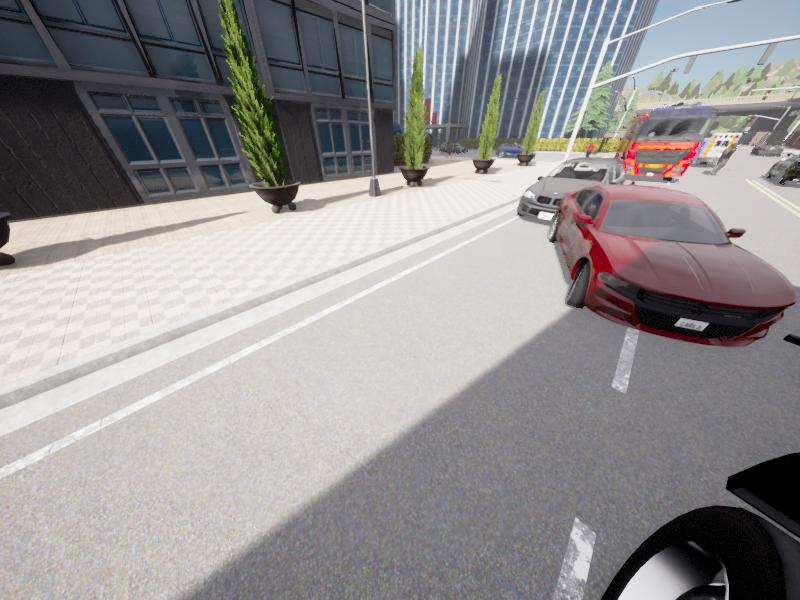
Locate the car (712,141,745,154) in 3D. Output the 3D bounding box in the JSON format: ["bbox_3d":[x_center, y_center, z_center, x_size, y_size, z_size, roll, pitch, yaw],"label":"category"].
[{"bbox_3d":[50.693,-23.621,35.786,2.128,1.511,4.902,29,45,35],"label":"car"}]

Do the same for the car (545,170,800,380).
[{"bbox_3d":[4.266,-1.264,4.344,1.882,1.535,5.008,13,37,19],"label":"car"}]

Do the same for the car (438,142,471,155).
[{"bbox_3d":[8.932,-25.094,38.106,4.611,1.667,2.242,29,45,35],"label":"car"}]

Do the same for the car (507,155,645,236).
[{"bbox_3d":[6.017,-3.811,7.858,4.611,1.667,2.242,-28,43,-34],"label":"car"}]

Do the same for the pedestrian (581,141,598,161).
[{"bbox_3d":[20.917,-16.468,25.520,0.751,1.860,0.751,-29,44,-34],"label":"pedestrian"}]

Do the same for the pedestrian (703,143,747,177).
[{"bbox_3d":[21.495,-9.310,15.329,0.751,1.860,0.751,-12,37,-17],"label":"pedestrian"}]

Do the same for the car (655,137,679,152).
[{"bbox_3d":[49.850,-29.075,43.083,2.150,2.045,5.566,29,45,35],"label":"car"}]

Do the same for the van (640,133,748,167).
[{"bbox_3d":[27.665,-14.602,22.355,2.351,2.431,6.366,2,35,3],"label":"van"}]

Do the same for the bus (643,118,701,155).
[{"bbox_3d":[43.126,-25.941,36.773,3.944,4.253,10.273,29,45,35],"label":"bus"}]

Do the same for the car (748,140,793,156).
[{"bbox_3d":[51.089,-21.057,31.997,2.242,1.667,4.611,29,45,35],"label":"car"}]

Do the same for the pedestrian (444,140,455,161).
[{"bbox_3d":[5.200,-15.768,24.391,0.751,1.860,0.751,20,40,27],"label":"pedestrian"}]

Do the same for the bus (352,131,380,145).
[{"bbox_3d":[-12.984,-62.566,89.369,3.944,4.253,10.273,30,45,35],"label":"bus"}]

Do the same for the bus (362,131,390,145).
[{"bbox_3d":[-8.959,-62.250,88.885,3.944,4.253,10.273,30,45,35],"label":"bus"}]

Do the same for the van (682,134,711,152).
[{"bbox_3d":[51.698,-27.498,40.403,1.988,2.561,5.915,29,45,35],"label":"van"}]

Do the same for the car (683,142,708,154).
[{"bbox_3d":[46.254,-23.853,36.216,1.812,1.442,4.674,29,45,35],"label":"car"}]

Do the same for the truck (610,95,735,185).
[{"bbox_3d":[16.861,-10.474,15.354,2.891,3.827,8.468,21,41,28],"label":"truck"}]

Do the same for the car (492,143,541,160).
[{"bbox_3d":[14.743,-19.023,29.455,4.856,1.649,2.033,29,45,35],"label":"car"}]

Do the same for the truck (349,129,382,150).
[{"bbox_3d":[-8.385,-38.445,55.376,8.468,3.827,2.891,29,44,35],"label":"truck"}]

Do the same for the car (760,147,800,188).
[{"bbox_3d":[23.143,-7.555,13.049,1.930,1.638,5.238,29,45,35],"label":"car"}]
